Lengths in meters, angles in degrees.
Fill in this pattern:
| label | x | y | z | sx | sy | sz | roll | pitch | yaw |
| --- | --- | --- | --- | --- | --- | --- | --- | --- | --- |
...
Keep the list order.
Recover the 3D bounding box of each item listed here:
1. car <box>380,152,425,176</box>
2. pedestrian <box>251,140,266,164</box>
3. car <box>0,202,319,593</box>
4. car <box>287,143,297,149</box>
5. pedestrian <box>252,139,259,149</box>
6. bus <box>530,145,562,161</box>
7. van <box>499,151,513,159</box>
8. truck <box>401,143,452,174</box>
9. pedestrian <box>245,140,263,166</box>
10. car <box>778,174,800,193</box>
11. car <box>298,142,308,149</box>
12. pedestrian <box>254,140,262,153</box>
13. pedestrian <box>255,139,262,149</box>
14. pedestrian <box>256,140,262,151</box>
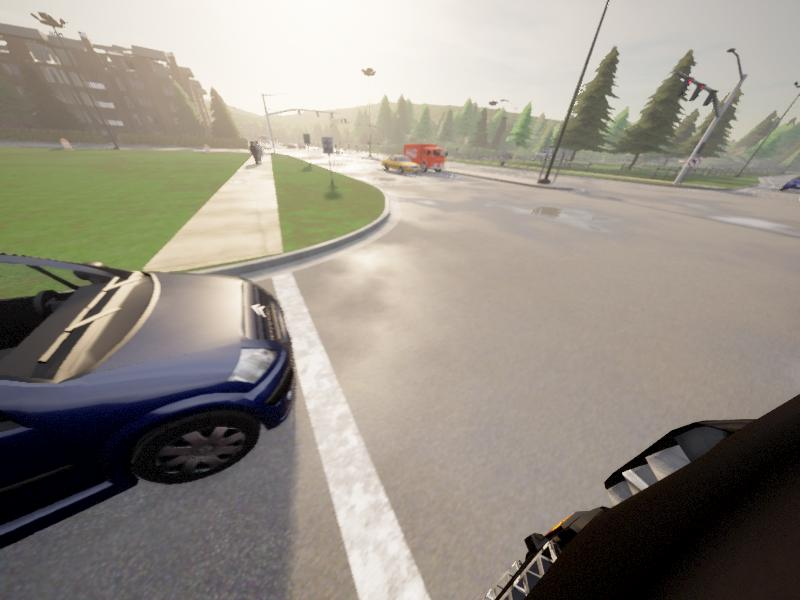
| label | x | y | z | sx | sy | sz | roll | pitch | yaw |
| --- | --- | --- | --- | --- | --- | --- | --- | --- | --- |
| car | 0.059 | -12.995 | 21.943 | 1.801 | 1.575 | 5.366 | -16 | 38 | -25 |
| pedestrian | -13.069 | -13.674 | 21.401 | 0.751 | 1.860 | 0.751 | -13 | 37 | -22 |
| car | -2.883 | 0.572 | 1.406 | 3.988 | 1.617 | 1.851 | -16 | 38 | -26 |
| car | -32.294 | -45.901 | 68.975 | 1.895 | 1.301 | 4.718 | -16 | 38 | -26 |
| pedestrian | -32.246 | -34.748 | 51.480 | 0.751 | 1.860 | 0.751 | -12 | 36 | -21 |
| bus | 52.966 | -53.239 | 83.707 | 10.273 | 4.253 | 3.944 | -16 | 38 | -26 |
| van | 36.506 | -49.980 | 79.639 | 4.442 | 1.987 | 1.775 | -16 | 38 | -26 |
| truck | 2.527 | -14.817 | 24.074 | 2.627 | 2.467 | 5.204 | -15 | 37 | -25 |
| pedestrian | -12.435 | -12.527 | 19.734 | 0.751 | 1.860 | 0.751 | -10 | 36 | -19 |
| car | 40.426 | -11.702 | 23.143 | 4.193 | 1.474 | 1.816 | -16 | 38 | -26 |
| car | -30.141 | -47.882 | 71.592 | 1.905 | 1.878 | 3.866 | -16 | 38 | -26 |
| pedestrian | -26.046 | -28.217 | 42.451 | 0.751 | 1.860 | 0.751 | -15 | 38 | -25 |
| pedestrian | -32.968 | -36.338 | 53.804 | 0.751 | 1.860 | 0.751 | -10 | 36 | -19 |
| pedestrian | -30.520 | -33.480 | 49.988 | 0.751 | 1.860 | 0.751 | -14 | 37 | -24 |
